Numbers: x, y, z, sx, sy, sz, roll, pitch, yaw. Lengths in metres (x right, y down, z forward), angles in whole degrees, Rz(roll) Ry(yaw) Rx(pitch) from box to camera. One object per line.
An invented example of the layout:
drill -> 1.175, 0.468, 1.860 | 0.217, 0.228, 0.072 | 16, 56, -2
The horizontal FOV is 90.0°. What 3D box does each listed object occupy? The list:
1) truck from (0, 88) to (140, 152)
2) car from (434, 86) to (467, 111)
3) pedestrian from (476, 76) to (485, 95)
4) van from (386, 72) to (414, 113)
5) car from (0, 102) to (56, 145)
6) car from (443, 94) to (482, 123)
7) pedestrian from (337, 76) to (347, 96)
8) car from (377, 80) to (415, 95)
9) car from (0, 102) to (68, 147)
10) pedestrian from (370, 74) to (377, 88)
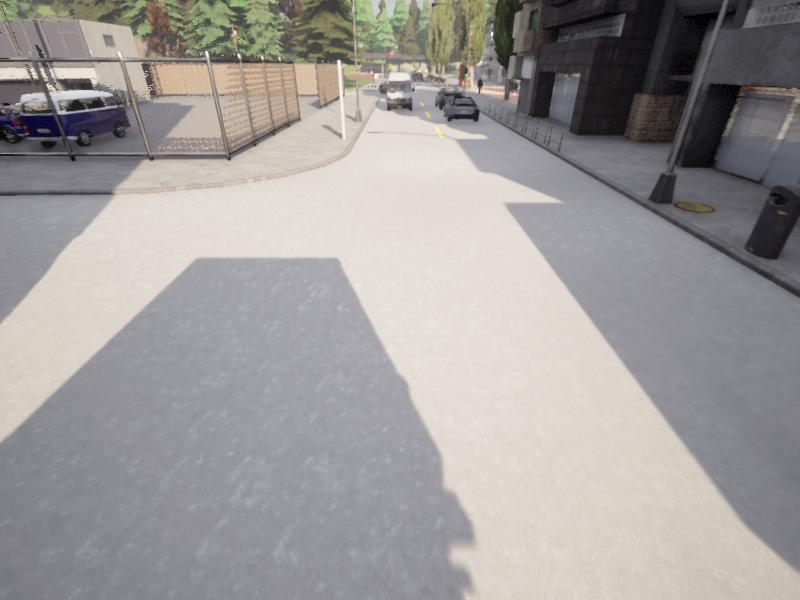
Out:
truck -> -13.920, -7.918, 17.356 | 2.069, 2.038, 4.478 | 0, 30, 0
car -> 3.995, -16.307, 32.313 | 2.007, 1.525, 4.514 | 0, 30, 0
pedestrian -> 9.065, -24.269, 45.320 | 0.751, 1.860, 0.751 | 3, 30, 4
van -> -0.029, -16.378, 31.432 | 1.988, 2.561, 5.915 | 0, 30, 0
car -> -18.108, -7.874, 17.757 | 3.705, 1.547, 1.789 | 0, 30, 0
car -> 3.954, -12.408, 25.814 | 1.994, 1.385, 4.181 | 1, 30, 2
pedestrian -> -6.464, -23.885, 44.650 | 0.751, 1.860, 0.751 | -22, 37, -32
car -> -0.517, -25.907, 48.753 | 4.193, 1.474, 1.816 | -9, 32, -14
car -> -17.881, -7.732, 17.656 | 2.033, 1.415, 5.357 | 0, 30, 0
pedestrian -> -3.984, -33.196, 60.563 | 0.751, 1.860, 0.751 | -14, 33, -22
